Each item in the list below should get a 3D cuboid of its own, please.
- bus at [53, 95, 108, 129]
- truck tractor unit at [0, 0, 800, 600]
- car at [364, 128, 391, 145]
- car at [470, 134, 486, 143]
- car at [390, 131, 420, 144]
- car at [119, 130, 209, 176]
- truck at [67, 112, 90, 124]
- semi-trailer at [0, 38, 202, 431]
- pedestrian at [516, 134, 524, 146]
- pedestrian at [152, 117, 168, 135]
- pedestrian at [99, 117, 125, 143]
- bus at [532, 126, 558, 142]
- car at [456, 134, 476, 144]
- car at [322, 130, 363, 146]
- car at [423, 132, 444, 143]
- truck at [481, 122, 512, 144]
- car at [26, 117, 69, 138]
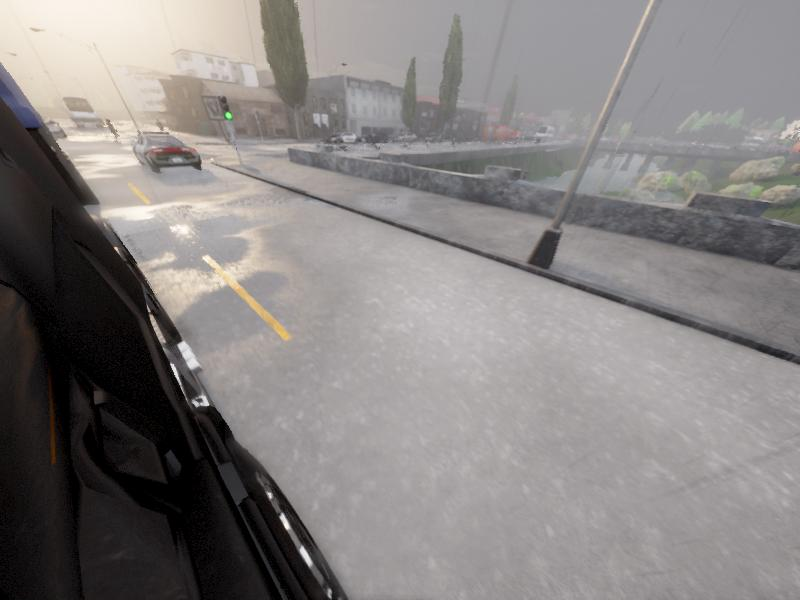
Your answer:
[{"bbox_3d":[-57.196,-33.550,41.366,10.273,4.253,3.944,29,44,31],"label":"bus"},{"bbox_3d":[-2.645,-0.295,0.351,6.516,4.208,3.053,28,44,30],"label":"truck tractor unit"},{"bbox_3d":[-3.352,-24.692,34.857,1.905,1.878,3.866,29,44,31],"label":"car"},{"bbox_3d":[18.783,-39.171,55.883,1.851,1.617,3.988,29,44,31],"label":"car"},{"bbox_3d":[0.896,-27.396,38.959,2.152,1.651,5.027,29,44,31],"label":"car"},{"bbox_3d":[-12.228,-7.719,11.925,4.974,1.542,2.038,29,44,31],"label":"car"},{"bbox_3d":[-80.644,-45.699,57.938,6.274,2.098,2.390,29,44,31],"label":"truck"},{"bbox_3d":[-8.737,-3.575,4.194,14.254,4.402,2.717,28,43,29],"label":"semi-trailer"},{"bbox_3d":[23.405,-31.243,45.089,0.751,1.860,0.751,29,44,30],"label":"pedestrian"},{"bbox_3d":[-33.260,-24.132,32.058,0.751,1.860,0.751,26,43,28],"label":"pedestrian"},{"bbox_3d":[-26.875,-15.873,21.592,0.751,1.860,0.751,30,45,32],"label":"pedestrian"},{"bbox_3d":[50.203,-57.415,79.936,3.944,4.253,10.273,29,44,31],"label":"bus"},{"bbox_3d":[13.085,-31.735,45.639,1.816,1.474,4.193,29,44,31],"label":"car"},{"bbox_3d":[-7.599,-21.726,30.930,2.038,1.542,4.974,29,44,31],"label":"car"},{"bbox_3d":[6.424,-31.048,44.195,1.851,1.617,3.988,29,44,31],"label":"car"},{"bbox_3d":[22.585,-38.912,53.852,2.891,3.827,8.468,29,44,31],"label":"truck"},{"bbox_3d":[-37.009,-18.204,24.330,3.988,1.617,1.851,28,44,30],"label":"car"}]
